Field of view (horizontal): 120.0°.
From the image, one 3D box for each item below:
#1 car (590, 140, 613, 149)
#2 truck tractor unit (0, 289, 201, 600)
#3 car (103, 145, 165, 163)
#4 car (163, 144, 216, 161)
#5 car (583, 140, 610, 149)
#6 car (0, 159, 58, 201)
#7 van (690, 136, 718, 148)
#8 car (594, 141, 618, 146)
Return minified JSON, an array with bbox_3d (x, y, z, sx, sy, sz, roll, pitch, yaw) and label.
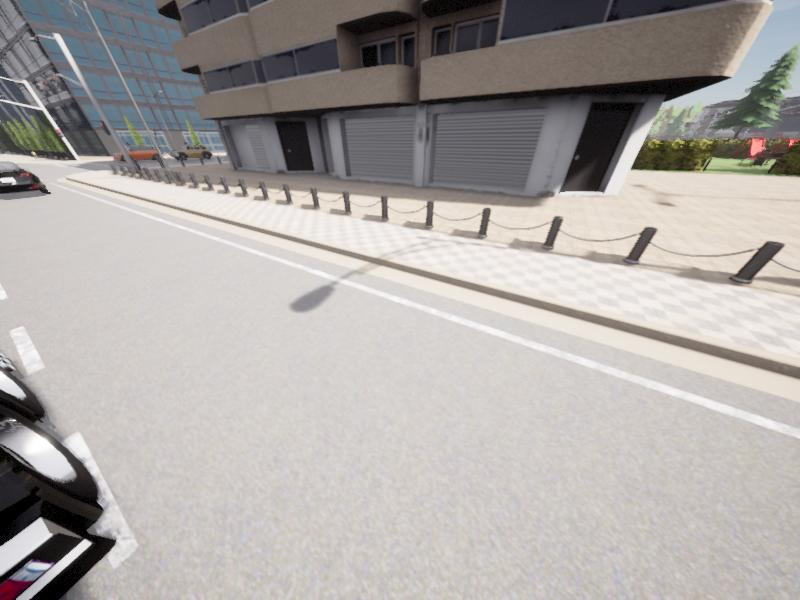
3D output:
[{"bbox_3d":[52.957,-41.033,60.789,3.866,1.878,1.905,18,39,25],"label":"car"},{"bbox_3d":[-5.152,-0.257,0.713,6.516,4.208,3.053,17,38,22],"label":"truck tractor unit"},{"bbox_3d":[-33.769,-18.747,29.553,2.097,1.767,4.553,19,39,25],"label":"car"},{"bbox_3d":[-28.333,-20.079,31.342,1.932,1.855,4.605,19,39,25],"label":"car"},{"bbox_3d":[47.948,-38.054,56.553,4.605,1.855,1.932,18,39,25],"label":"car"},{"bbox_3d":[-20.568,-6.309,11.946,4.792,1.488,2.163,18,39,25],"label":"car"},{"bbox_3d":[81.462,-42.403,62.002,2.351,2.431,6.366,19,39,26],"label":"van"},{"bbox_3d":[65.485,-49.864,73.486,5.357,1.415,2.033,18,39,25],"label":"car"}]
